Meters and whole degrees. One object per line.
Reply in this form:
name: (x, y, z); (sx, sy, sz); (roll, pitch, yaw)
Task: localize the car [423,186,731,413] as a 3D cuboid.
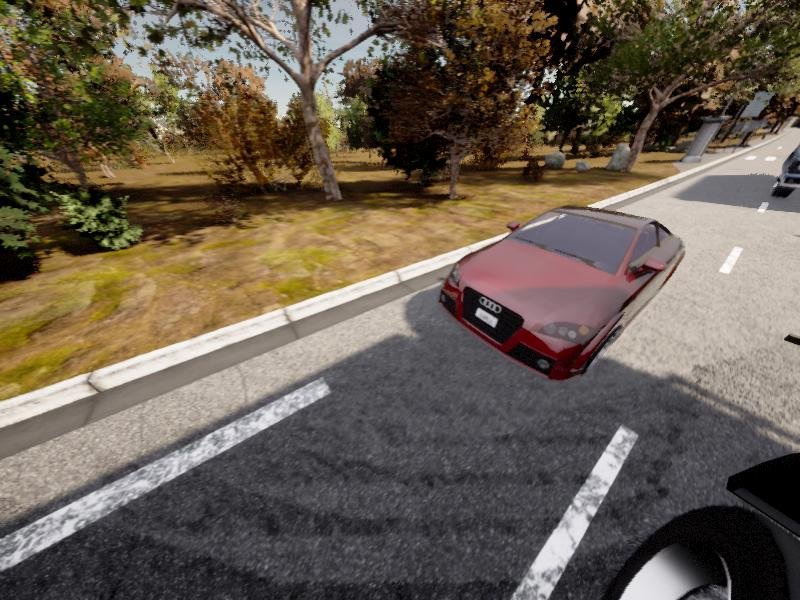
car: (2.644, -0.612, 3.539); (4.181, 1.385, 1.994); (-22, 41, -28)

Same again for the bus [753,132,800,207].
bus: (19.233, -6.550, 9.053); (10.273, 4.253, 3.944); (-24, 41, -29)
